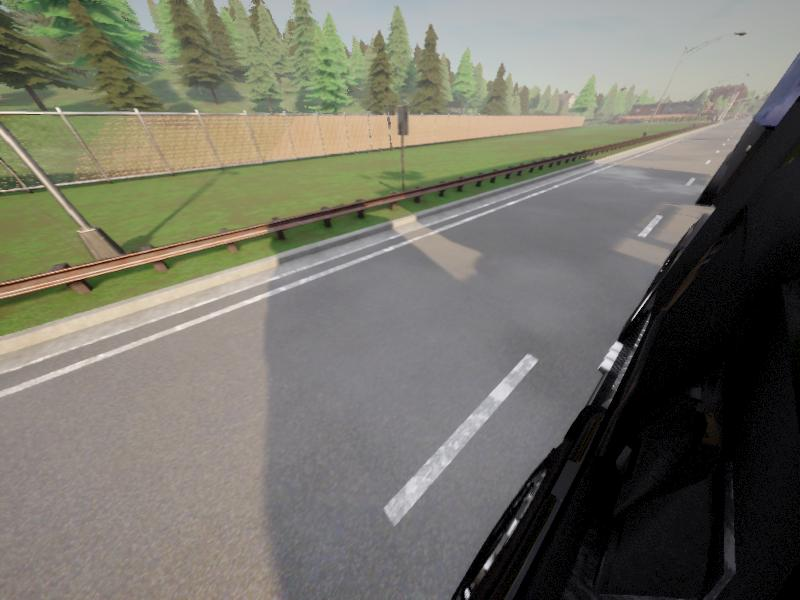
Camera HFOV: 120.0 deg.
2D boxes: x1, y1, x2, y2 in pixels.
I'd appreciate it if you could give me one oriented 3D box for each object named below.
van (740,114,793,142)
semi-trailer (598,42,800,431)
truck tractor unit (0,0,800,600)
[{"bbox_3d":[34.501,-16.270,21.857,4.442,1.987,1.775,-28,44,-30],"label":"van"},{"bbox_3d":[8.700,-3.582,4.256,14.254,4.402,2.717,-28,44,-30],"label":"semi-trailer"},{"bbox_3d":[2.645,-0.295,0.351,6.516,4.208,3.053,-28,44,-30],"label":"truck tractor unit"}]
